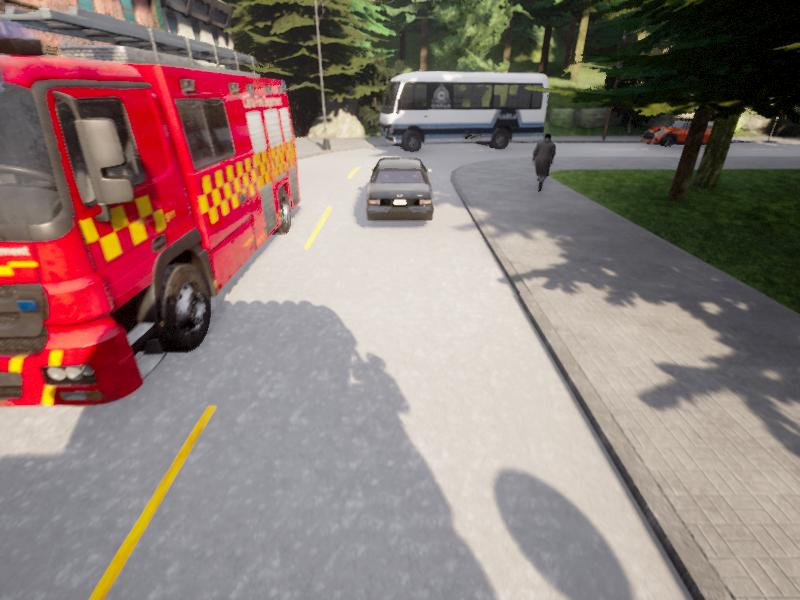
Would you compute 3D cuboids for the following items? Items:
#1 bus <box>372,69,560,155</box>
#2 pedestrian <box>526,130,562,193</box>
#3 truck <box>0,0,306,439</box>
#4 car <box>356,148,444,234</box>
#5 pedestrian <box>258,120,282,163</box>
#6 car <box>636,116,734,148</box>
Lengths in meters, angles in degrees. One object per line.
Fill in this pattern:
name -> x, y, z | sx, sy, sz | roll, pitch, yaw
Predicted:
bus -> 3.774, -11.578, 24.604 | 10.273, 4.253, 3.944 | -6, 28, -12
pedestrian -> 4.784, -4.613, 13.332 | 0.751, 1.860, 0.751 | 12, 30, 23
truck -> -4.108, -2.255, 6.867 | 2.891, 3.827, 8.468 | 0, 27, -1
car -> -0.002, -3.458, 11.877 | 2.033, 1.411, 5.357 | 0, 27, 0
pedestrian -> -6.274, -7.673, 19.328 | 0.751, 1.860, 0.751 | -4, 27, -7
car -> 18.609, -11.088, 26.312 | 4.553, 1.767, 2.097 | 0, 27, 0
